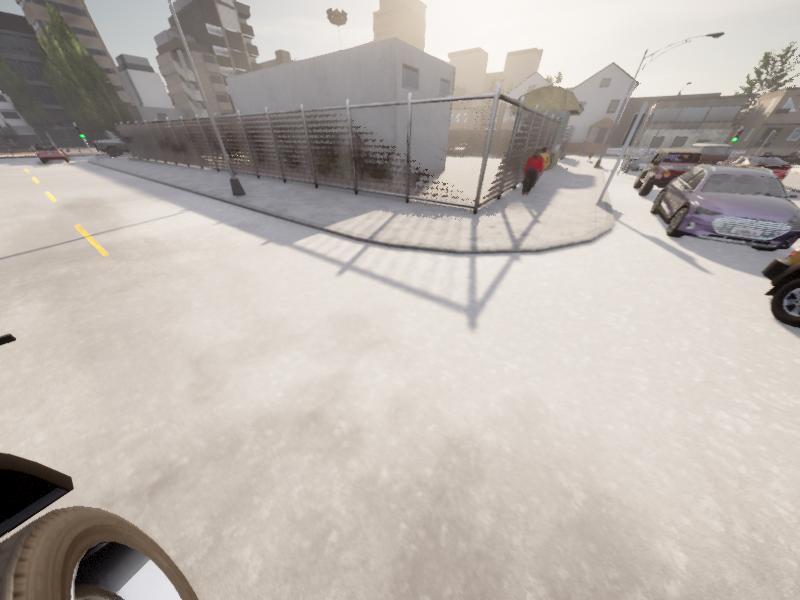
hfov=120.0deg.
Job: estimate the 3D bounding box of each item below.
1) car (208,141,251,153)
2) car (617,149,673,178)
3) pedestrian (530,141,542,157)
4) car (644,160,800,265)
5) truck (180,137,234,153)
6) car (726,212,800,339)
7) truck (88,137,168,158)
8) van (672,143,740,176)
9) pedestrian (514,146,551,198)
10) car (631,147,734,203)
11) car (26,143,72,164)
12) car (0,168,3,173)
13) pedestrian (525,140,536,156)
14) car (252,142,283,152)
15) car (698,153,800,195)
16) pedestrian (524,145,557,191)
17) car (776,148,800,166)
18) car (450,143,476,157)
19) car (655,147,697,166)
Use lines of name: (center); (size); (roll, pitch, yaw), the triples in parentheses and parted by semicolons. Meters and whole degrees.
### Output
car: (-28.525, -25.792, 38.891); (1.930, 1.638, 5.238); (22, 40, 28)
car: (19.041, -10.891, 18.226); (2.128, 1.511, 4.902); (22, 41, 27)
pedestrian: (18.990, -21.186, 32.326); (0.751, 1.860, 0.751); (26, 42, 31)
car: (9.257, -2.911, 6.713); (2.033, 1.649, 4.856); (22, 41, 28)
truck: (-32.750, -26.515, 39.484); (2.390, 2.098, 6.274); (22, 40, 28)
car: (6.104, 0.470, 1.667); (1.932, 1.855, 4.605); (12, 37, 16)
truck: (-35.522, -20.198, 30.489); (2.390, 2.098, 6.274); (22, 41, 28)
van: (24.557, -11.554, 18.806); (1.775, 1.987, 4.442); (22, 41, 28)
pedestrian: (5.665, -5.501, 9.923); (0.751, 1.860, 0.751); (22, 41, 28)
car: (13.036, -6.120, 11.074); (1.905, 1.878, 3.866); (22, 41, 28)
car: (-35.321, -14.889, 23.378); (3.988, 1.617, 1.851); (27, 43, 32)
car: (-30.993, -10.040, 16.641); (4.193, 1.474, 1.816); (22, 40, 27)
pedestrian: (18.576, -21.591, 32.898); (0.751, 1.860, 0.751); (29, 44, 34)
car: (-24.745, -28.766, 43.316); (1.812, 1.442, 4.674); (22, 41, 28)
car: (19.593, -7.300, 13.120); (2.007, 1.525, 4.514); (22, 41, 28)
pedestrian: (6.814, -6.441, 11.267); (0.751, 1.860, 0.751); (22, 40, 28)
car: (43.400, -14.473, 23.543); (4.792, 1.488, 2.163); (22, 41, 28)
car: (8.953, -21.187, 32.636); (1.816, 1.474, 4.193); (22, 41, 28)
car: (29.700, -15.578, 25.005); (1.816, 1.474, 4.193); (22, 40, 27)
